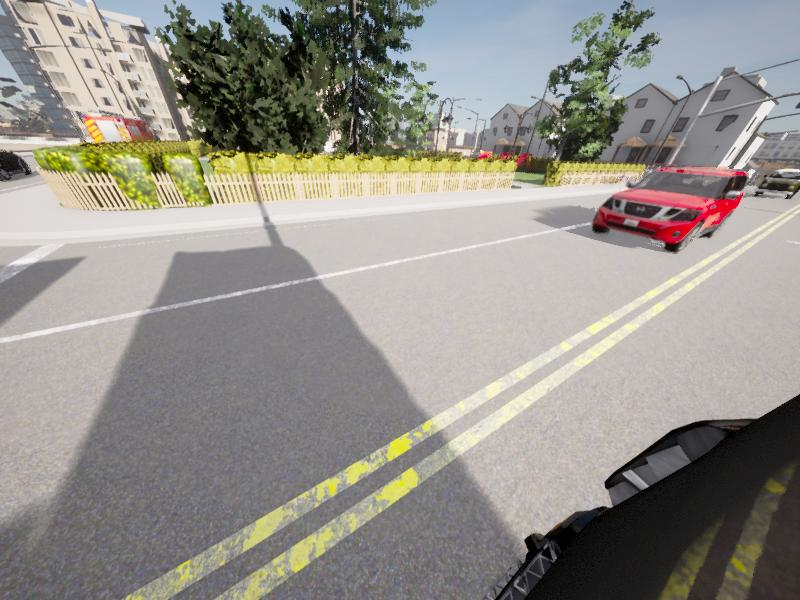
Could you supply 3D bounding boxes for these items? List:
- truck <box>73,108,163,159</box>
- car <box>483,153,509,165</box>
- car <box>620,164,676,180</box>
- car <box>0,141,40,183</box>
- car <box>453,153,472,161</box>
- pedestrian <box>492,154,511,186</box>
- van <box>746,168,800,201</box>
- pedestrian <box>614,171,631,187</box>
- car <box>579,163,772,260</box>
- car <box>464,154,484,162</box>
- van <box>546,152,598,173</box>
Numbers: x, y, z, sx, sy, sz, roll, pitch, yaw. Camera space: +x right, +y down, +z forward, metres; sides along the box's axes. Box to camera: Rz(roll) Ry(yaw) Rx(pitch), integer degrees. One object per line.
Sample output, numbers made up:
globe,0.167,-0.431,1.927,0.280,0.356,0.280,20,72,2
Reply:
truck,-29.521,-17.732,24.933,2.891,3.827,8.468,-15,38,-25
car,19.920,-29.540,48.293,1.932,1.855,4.605,-16,37,-26
car,34.914,-18.231,32.717,2.038,1.542,4.974,-16,38,-26
car,-20.256,-6.757,11.171,1.789,1.549,3.705,-21,41,-31
car,15.084,-34.417,55.728,1.994,1.385,4.181,-16,38,-26
pedestrian,7.143,-9.131,16.263,0.751,1.860,0.751,16,36,19
van,30.535,-9.251,18.394,4.480,2.038,2.069,-15,38,-26
pedestrian,18.546,-10.082,19.254,0.500,1.100,0.500,-14,37,-24
car,8.842,-3.101,7.453,5.566,2.045,2.150,-15,38,-26
car,18.155,-35.029,56.817,1.812,1.442,4.674,-16,38,-26
van,27.483,-22.229,37.257,1.988,2.561,5.915,-16,38,-26
